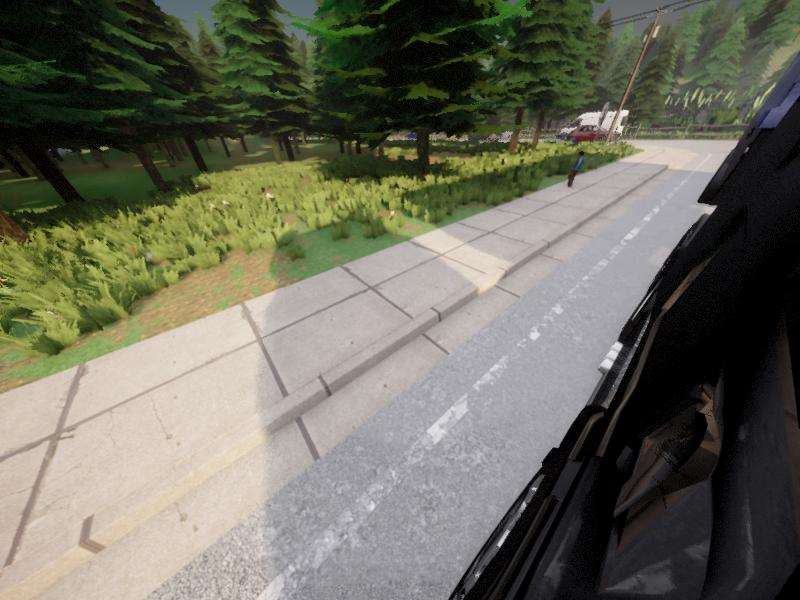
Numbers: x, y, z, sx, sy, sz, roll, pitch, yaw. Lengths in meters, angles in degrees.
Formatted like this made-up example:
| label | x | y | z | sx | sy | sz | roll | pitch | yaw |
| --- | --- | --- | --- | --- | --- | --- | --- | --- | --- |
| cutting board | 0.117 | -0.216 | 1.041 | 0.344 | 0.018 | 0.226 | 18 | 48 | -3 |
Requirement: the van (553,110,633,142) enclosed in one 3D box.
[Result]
| label | x | y | z | sx | sy | sz | roll | pitch | yaw |
| --- | --- | --- | --- | --- | --- | --- | --- | --- | --- |
| van | 20.788 | -18.974 | 25.334 | 1.988 | 2.561 | 5.915 | -26 | 43 | -28 |

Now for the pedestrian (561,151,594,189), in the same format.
| label | x | y | z | sx | sy | sz | roll | pitch | yaw |
| --- | --- | --- | --- | --- | --- | --- | --- | --- | --- |
| pedestrian | 6.172 | -4.541 | 8.074 | 0.500 | 1.100 | 0.500 | 28 | 46 | 34 |

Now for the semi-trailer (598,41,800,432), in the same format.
| label | x | y | z | sx | sy | sz | roll | pitch | yaw |
| --- | --- | --- | --- | --- | --- | --- | --- | --- | --- |
| semi-trailer | 8.689 | -3.623 | 4.220 | 14.254 | 4.402 | 2.717 | -28 | 44 | -30 |

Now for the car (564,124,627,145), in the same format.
| label | x | y | z | sx | sy | sz | roll | pitch | yaw |
| --- | --- | --- | --- | --- | --- | --- | --- | --- | --- |
| car | 19.166 | -16.358 | 22.847 | 1.816 | 1.474 | 4.193 | -26 | 43 | -27 |

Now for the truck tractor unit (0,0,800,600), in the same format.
| label | x | y | z | sx | sy | sz | roll | pitch | yaw |
| --- | --- | --- | --- | --- | --- | --- | --- | --- | --- |
| truck tractor unit | 2.645 | -0.295 | 0.351 | 6.516 | 4.208 | 3.053 | -28 | 44 | -30 |
